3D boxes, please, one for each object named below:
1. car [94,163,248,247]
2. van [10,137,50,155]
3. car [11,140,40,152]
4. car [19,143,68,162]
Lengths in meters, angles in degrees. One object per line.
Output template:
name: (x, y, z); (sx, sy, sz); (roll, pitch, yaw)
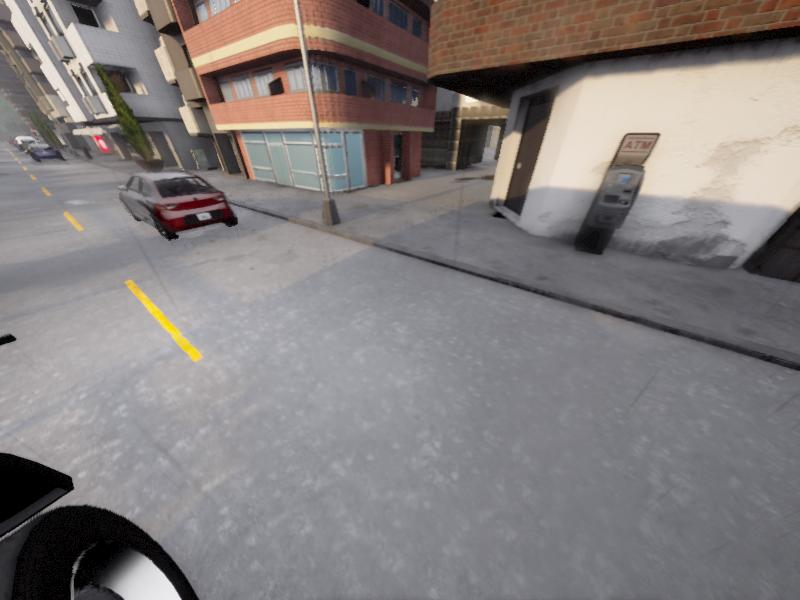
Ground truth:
car: (-6.811, -3.045, 6.893); (4.193, 1.474, 1.816); (22, 41, 28)
van: (-51.872, -21.635, 32.401); (4.480, 2.038, 2.069); (22, 41, 28)
car: (-63.426, -26.111, 39.142); (3.806, 1.475, 1.970); (22, 41, 28)
car: (-38.206, -15.840, 24.777); (4.792, 1.488, 2.163); (22, 41, 28)
